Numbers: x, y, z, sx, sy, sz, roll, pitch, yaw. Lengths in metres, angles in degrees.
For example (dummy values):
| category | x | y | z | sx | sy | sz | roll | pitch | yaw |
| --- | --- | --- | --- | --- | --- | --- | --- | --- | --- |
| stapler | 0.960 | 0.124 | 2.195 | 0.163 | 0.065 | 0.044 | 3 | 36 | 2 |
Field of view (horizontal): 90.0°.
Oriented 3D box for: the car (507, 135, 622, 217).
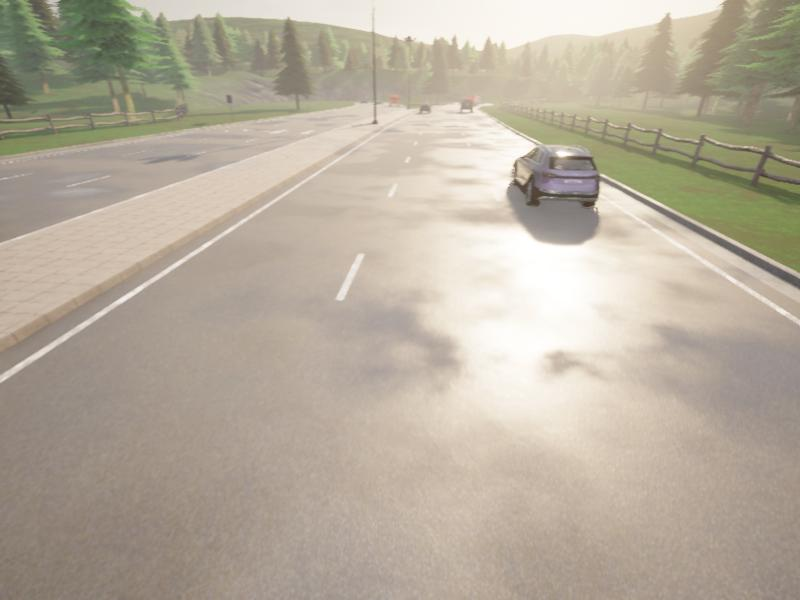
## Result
| category | x | y | z | sx | sy | sz | roll | pitch | yaw |
| --- | --- | --- | --- | --- | --- | --- | --- | --- | --- |
| car | 4.952 | -4.205 | 12.965 | 2.033 | 1.649 | 4.856 | 3 | 27 | 5 |

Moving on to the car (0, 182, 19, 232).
| category | x | y | z | sx | sy | sz | roll | pitch | yaw |
| --- | --- | --- | --- | --- | --- | --- | --- | --- | --- |
| car | -10.639 | -1.429 | 7.561 | 1.837 | 1.490 | 4.892 | 3 | 28 | 4 |

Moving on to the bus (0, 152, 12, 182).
| category | x | y | z | sx | sy | sz | roll | pitch | yaw |
| --- | --- | --- | --- | --- | --- | --- | --- | --- | --- |
| bus | -17.235 | -4.235 | 9.896 | 3.944 | 4.253 | 10.273 | 3 | 27 | 4 |

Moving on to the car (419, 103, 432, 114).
| category | x | y | z | sx | sy | sz | roll | pitch | yaw |
| --- | --- | --- | --- | --- | --- | --- | --- | --- | --- |
| car | 4.326 | -32.186 | 67.059 | 1.837 | 1.490 | 4.892 | 3 | 28 | 6 |

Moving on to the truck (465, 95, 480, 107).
| category | x | y | z | sx | sy | sz | roll | pitch | yaw |
| --- | --- | --- | --- | --- | --- | --- | --- | --- | --- |
| truck | 18.321 | -50.385 | 101.279 | 2.627 | 2.467 | 5.204 | 10 | 29 | 18 |

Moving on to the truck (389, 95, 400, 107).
| category | x | y | z | sx | sy | sz | roll | pitch | yaw |
| --- | --- | --- | --- | --- | --- | --- | --- | --- | --- |
| truck | -1.306 | -49.152 | 98.656 | 2.627 | 2.467 | 5.204 | 0 | 27 | 0 |

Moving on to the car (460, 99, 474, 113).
| category | x | y | z | sx | sy | sz | roll | pitch | yaw |
| --- | --- | --- | --- | --- | --- | --- | --- | --- | --- |
| car | 11.968 | -34.724 | 71.467 | 2.150 | 2.045 | 5.566 | 3 | 28 | 6 |
